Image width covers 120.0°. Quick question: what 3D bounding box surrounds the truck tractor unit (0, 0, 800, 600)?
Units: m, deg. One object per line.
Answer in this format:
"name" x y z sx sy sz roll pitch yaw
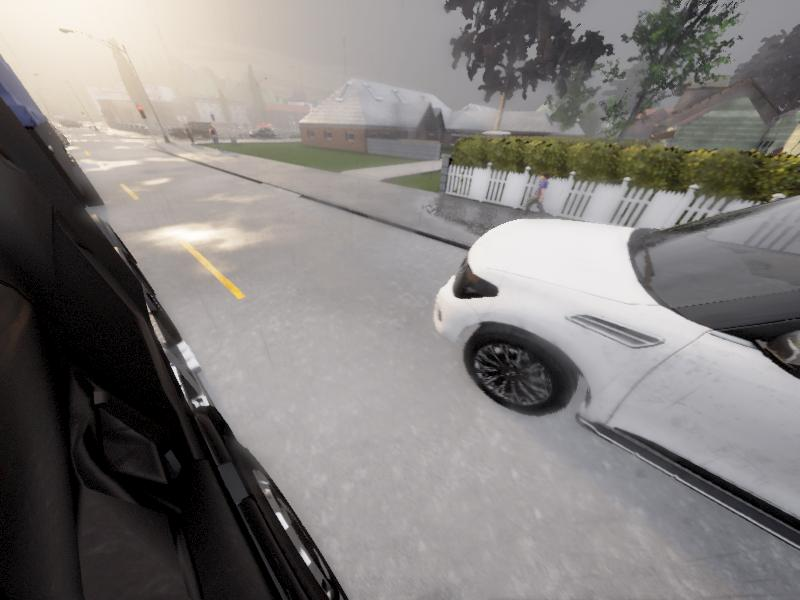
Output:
"truck tractor unit" -2.645 -0.295 0.351 6.516 4.208 3.053 28 44 30

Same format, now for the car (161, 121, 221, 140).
"car" -29.240 -23.877 32.586 2.150 2.045 5.566 28 44 30

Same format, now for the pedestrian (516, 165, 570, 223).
"pedestrian" 4.044 -3.029 6.584 0.751 1.300 0.751 30 45 32

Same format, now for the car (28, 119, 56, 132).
"car" -61.102 -29.904 39.511 4.974 1.542 2.038 28 44 30

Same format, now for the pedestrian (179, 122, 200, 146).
"pedestrian" -20.469 -16.067 22.445 0.751 1.860 0.751 -29 46 -35

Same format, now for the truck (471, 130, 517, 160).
"truck" 8.862 -14.520 21.601 2.069 2.038 4.478 28 44 30

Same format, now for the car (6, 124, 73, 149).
"car" -29.904 -13.788 19.381 2.007 1.525 4.514 -27 46 -33

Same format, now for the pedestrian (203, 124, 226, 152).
"pedestrian" -15.315 -13.390 19.098 0.751 1.860 0.751 28 44 31

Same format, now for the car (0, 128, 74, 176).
"car" -18.262 -7.417 11.377 5.008 1.535 1.882 28 44 30

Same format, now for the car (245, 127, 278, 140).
"car" -23.112 -27.879 38.669 1.851 1.617 3.988 28 44 30

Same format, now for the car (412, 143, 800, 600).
"car" 2.989 0.436 1.444 5.566 2.045 2.150 28 44 30

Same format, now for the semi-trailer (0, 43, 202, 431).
"semi-trailer" -8.707 -3.573 4.258 14.254 4.402 2.717 28 44 30
